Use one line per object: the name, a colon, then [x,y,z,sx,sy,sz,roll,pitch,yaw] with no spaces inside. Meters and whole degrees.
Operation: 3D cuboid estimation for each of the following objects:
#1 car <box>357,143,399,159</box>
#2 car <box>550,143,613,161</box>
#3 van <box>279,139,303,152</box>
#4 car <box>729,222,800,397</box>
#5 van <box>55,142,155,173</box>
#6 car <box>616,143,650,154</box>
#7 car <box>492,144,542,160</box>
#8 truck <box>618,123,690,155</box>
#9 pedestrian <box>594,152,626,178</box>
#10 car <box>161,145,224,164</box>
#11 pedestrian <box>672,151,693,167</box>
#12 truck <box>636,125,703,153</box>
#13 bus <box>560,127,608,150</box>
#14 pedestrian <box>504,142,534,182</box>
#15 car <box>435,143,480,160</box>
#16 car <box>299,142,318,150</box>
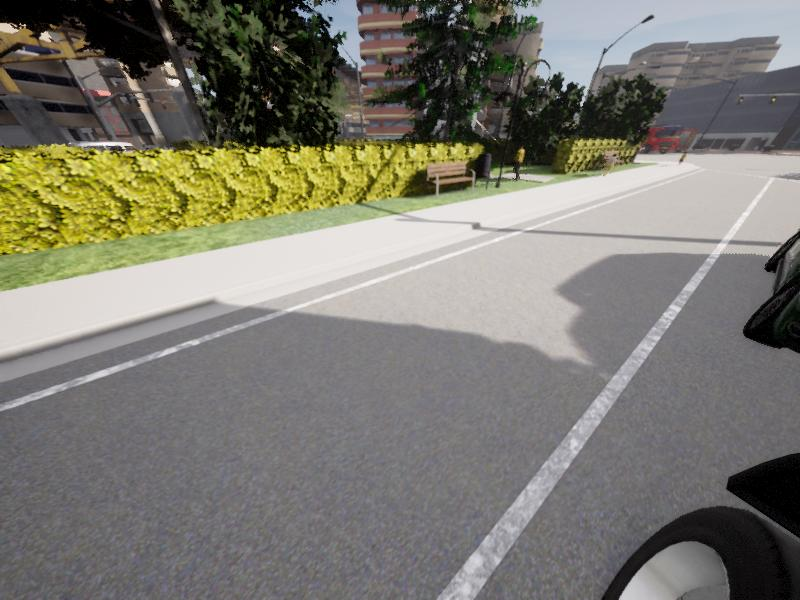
car: [-2.846,-19.593,30.324,5.027,1.651,2.152,6,36,9]
car: [20.702,-17.101,26.617,5.027,1.651,2.152,6,36,9]
van: [-22.245,-31.840,47.478,2.069,2.038,4.480,6,36,9]
car: [6.818,-0.447,2.744,5.566,2.045,2.150,-22,40,-28]
van: [-24.882,-12.355,19.847,2.069,2.038,4.480,6,35,9]
car: [36.953,-24.167,36.812,1.970,1.475,3.806,6,35,9]
car: [13.889,-17.763,27.728,4.792,1.488,2.163,6,36,9]
truck: [40.852,-26.281,37.799,2.891,3.827,8.468,6,35,8]
pedestrian: [12.826,-8.283,14.142,0.751,1.300,0.751,-16,38,-20]
car: [-23.427,-16.730,26.447,1.801,1.575,5.366,6,36,9]
pedestrian: [22.983,-11.487,18.782,0.500,1.100,0.500,-13,37,-17]
truck: [49.044,-29.629,42.637,2.891,3.827,8.468,6,35,8]
bus: [45.097,-39.908,57.304,3.944,4.253,10.273,4,35,5]
pedestrian: [6.583,-7.672,12.836,0.751,1.860,0.751,-19,39,-25]
car: [7.059,-18.541,28.758,5.027,1.651,2.152,6,36,9]
car: [-20.991,-35.500,53.245,1.994,1.385,4.181,6,36,9]
